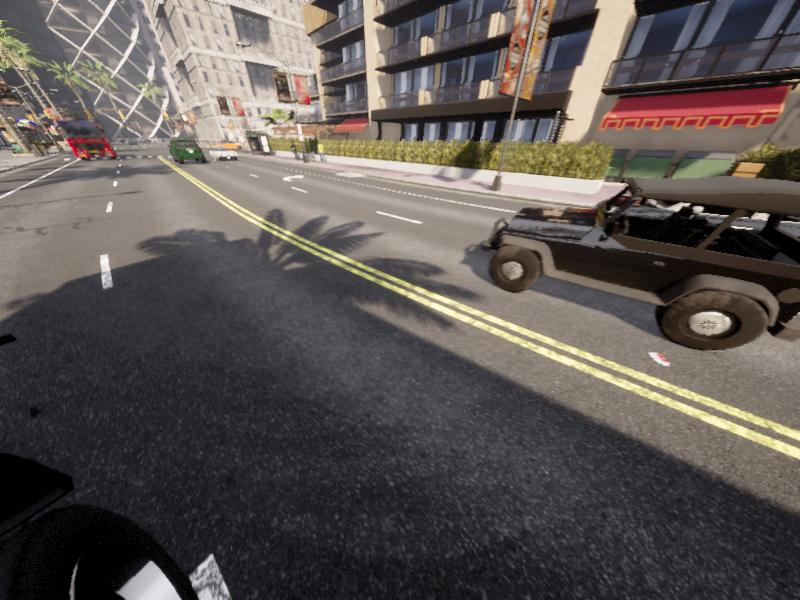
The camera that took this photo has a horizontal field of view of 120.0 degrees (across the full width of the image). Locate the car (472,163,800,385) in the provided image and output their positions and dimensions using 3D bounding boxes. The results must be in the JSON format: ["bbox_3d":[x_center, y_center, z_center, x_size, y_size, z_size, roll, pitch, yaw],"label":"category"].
[{"bbox_3d":[3.520,-0.906,3.645,3.866,1.878,1.905,23,41,29],"label":"car"}]

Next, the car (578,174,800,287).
[{"bbox_3d":[6.788,-1.854,5.407,3.806,1.475,1.970,22,40,27],"label":"car"}]

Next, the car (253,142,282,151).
[{"bbox_3d":[-27.279,-31.817,47.789,4.514,1.525,2.007,-29,45,-35],"label":"car"}]

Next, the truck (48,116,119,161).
[{"bbox_3d":[-35.988,-18.631,26.784,2.891,3.827,8.468,-29,44,-35],"label":"truck"}]

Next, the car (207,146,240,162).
[{"bbox_3d":[-20.578,-16.994,26.854,1.895,1.301,4.718,-29,44,-35],"label":"car"}]

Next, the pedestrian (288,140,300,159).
[{"bbox_3d":[-12.609,-17.944,27.519,0.751,1.860,0.751,-29,44,-35],"label":"pedestrian"}]

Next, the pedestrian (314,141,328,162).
[{"bbox_3d":[-8.117,-15.266,23.749,0.751,1.860,0.751,-27,44,-34],"label":"pedestrian"}]

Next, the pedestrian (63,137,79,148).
[{"bbox_3d":[-65.518,-31.342,45.975,0.751,1.860,0.751,-6,36,-10],"label":"pedestrian"}]

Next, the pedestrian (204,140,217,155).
[{"bbox_3d":[-27.981,-22.501,34.097,0.751,1.860,0.751,29,44,34],"label":"pedestrian"}]

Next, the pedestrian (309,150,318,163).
[{"bbox_3d":[-8.764,-14.650,23.522,0.500,1.100,0.500,30,44,35],"label":"pedestrian"}]

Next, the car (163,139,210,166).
[{"bbox_3d":[-21.715,-15.092,23.462,5.566,2.045,2.150,30,44,35],"label":"car"}]

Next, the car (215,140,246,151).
[{"bbox_3d":[-34.126,-31.280,46.673,4.553,1.767,2.097,-22,41,-28],"label":"car"}]
